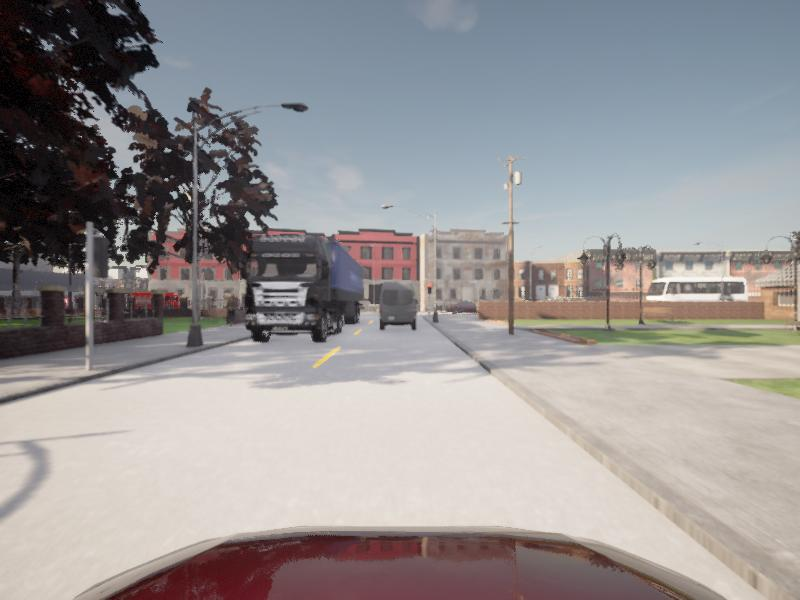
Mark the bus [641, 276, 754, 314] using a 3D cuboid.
[{"bbox_3d":[34.460,-0.552,46.720,10.273,4.253,3.944,0,0,0],"label":"bus"}]

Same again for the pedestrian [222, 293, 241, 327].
[{"bbox_3d":[-9.255,0.525,21.989,0.751,1.860,0.751,0,0,0],"label":"pedestrian"}]

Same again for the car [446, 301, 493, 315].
[{"bbox_3d":[7.376,0.854,42.845,4.674,1.442,1.812,0,0,0],"label":"car"}]

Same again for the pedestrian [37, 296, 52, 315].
[{"bbox_3d":[-33.785,0.519,38.005,0.751,1.860,0.751,0,0,1],"label":"pedestrian"}]

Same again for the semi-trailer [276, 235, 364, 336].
[{"bbox_3d":[-4.098,-0.627,24.499,2.717,4.402,14.254,0,0,-1],"label":"semi-trailer"}]

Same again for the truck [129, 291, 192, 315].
[{"bbox_3d":[-25.510,0.339,42.818,5.204,2.467,2.627,0,0,0],"label":"truck"}]

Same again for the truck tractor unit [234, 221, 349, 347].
[{"bbox_3d":[-4.022,-0.528,16.585,3.053,4.208,6.516,0,0,0],"label":"truck tractor unit"}]

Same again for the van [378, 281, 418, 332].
[{"bbox_3d":[-0.069,0.314,23.104,1.988,2.561,5.915,0,0,1],"label":"van"}]
